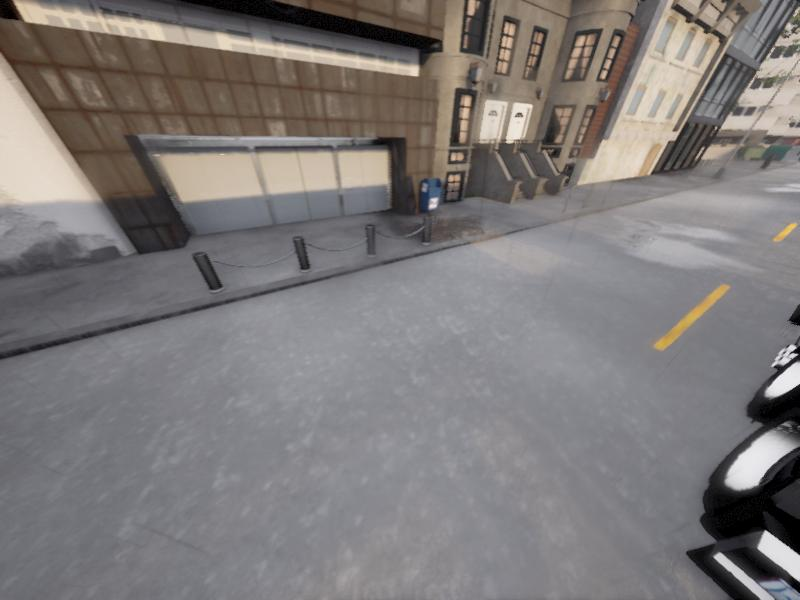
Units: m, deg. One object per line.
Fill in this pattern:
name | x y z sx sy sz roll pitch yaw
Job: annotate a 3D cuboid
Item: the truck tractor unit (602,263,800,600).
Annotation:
truck tractor unit | 5.108 -0.304 0.785 6.516 4.208 3.053 -18 39 -24
